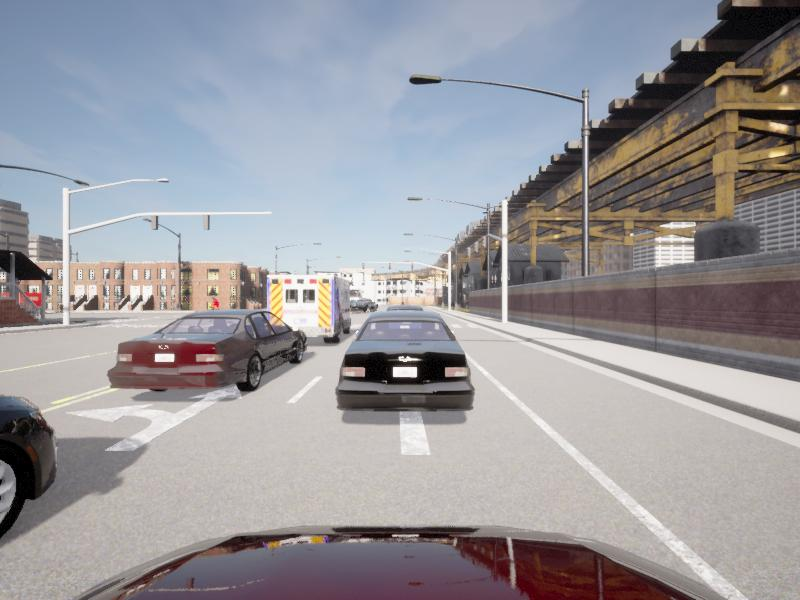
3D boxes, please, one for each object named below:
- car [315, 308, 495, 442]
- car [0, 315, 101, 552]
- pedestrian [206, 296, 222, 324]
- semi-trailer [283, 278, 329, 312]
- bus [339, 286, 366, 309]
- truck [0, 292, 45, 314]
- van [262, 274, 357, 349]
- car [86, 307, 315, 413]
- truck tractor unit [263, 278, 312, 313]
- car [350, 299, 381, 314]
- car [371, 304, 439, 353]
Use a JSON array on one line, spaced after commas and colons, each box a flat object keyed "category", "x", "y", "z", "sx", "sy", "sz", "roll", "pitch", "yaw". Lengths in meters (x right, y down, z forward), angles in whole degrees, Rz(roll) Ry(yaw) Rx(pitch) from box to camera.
[{"category": "car", "x": 0.088, "y": 0.895, "z": 7.195, "sx": 2.033, "sy": 1.411, "sz": 5.357, "roll": 0, "pitch": 0, "yaw": 1}, {"category": "car", "x": -3.490, "y": 0.842, "z": 0.957, "sx": 1.837, "sy": 1.490, "sz": 4.892, "roll": 0, "pitch": -1, "yaw": 1}, {"category": "pedestrian", "x": -12.364, "y": 0.637, "z": 26.592, "sx": 0.751, "sy": 1.860, "sz": 0.751, "roll": 0, "pitch": 0, "yaw": -1}, {"category": "semi-trailer", "x": -13.432, "y": -0.620, "z": 59.135, "sx": 2.717, "sy": 4.402, "sz": 14.254, "roll": 0, "pitch": 0, "yaw": 3}, {"category": "bus", "x": -9.387, "y": -0.534, "z": 80.005, "sx": 3.944, "sy": 4.253, "sz": 10.273, "roll": 0, "pitch": 0, "yaw": 1}, {"category": "truck", "x": -44.225, "y": 0.356, "z": 45.903, "sx": 5.204, "sy": 2.467, "sz": 2.627, "roll": 0, "pitch": 0, "yaw": 11}, {"category": "van", "x": -3.303, "y": 0.378, "z": 16.290, "sx": 2.351, "sy": 2.431, "sz": 6.366, "roll": 0, "pitch": 0, "yaw": 1}, {"category": "car", "x": -3.400, "y": 0.895, "z": 8.344, "sx": 2.033, "sy": 1.411, "sz": 5.357, "roll": 0, "pitch": 0, "yaw": 1}, {"category": "truck tractor unit", "x": -14.273, "y": -0.522, "z": 51.296, "sx": 3.053, "sy": 4.208, "sz": 6.516, "roll": 0, "pitch": 0, "yaw": 15}, {"category": "car", "x": -4.177, "y": 0.770, "z": 49.259, "sx": 1.930, "sy": 1.638, "sz": 5.238, "roll": 0, "pitch": 0, "yaw": 19}, {"category": "car", "x": 0.178, "y": 0.895, "z": 14.747, "sx": 2.033, "sy": 1.411, "sz": 5.357, "roll": 0, "pitch": 0, "yaw": 1}]
